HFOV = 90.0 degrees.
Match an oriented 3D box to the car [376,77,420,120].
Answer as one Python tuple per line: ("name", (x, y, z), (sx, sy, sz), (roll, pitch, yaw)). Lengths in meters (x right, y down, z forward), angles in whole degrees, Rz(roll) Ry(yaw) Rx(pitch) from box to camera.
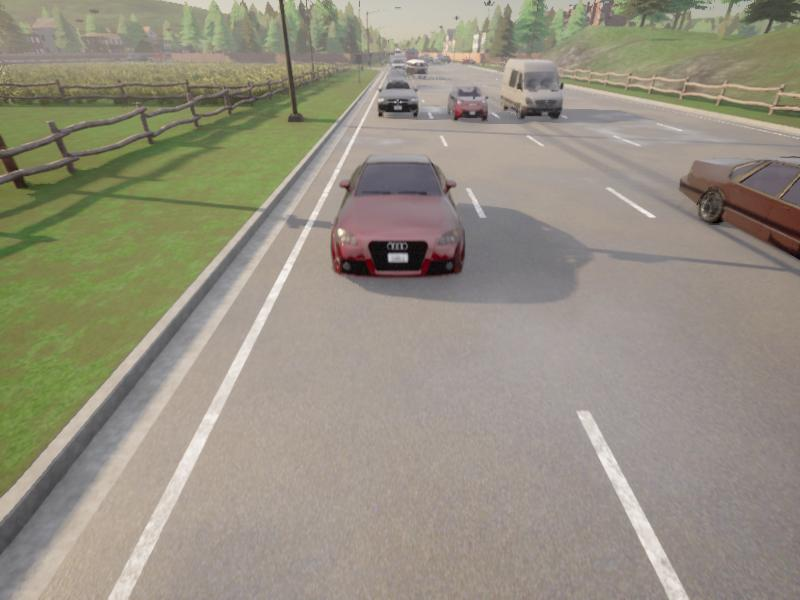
("car", (-0.111, -11.156, 21.944), (2.152, 1.651, 5.027), (0, 32, 0))

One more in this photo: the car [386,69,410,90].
("car", (-0.190, -20.749, 37.538), (2.163, 1.488, 4.792), (0, 32, 0))

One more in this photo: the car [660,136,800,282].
("car", (6.966, -1.445, 6.505), (2.033, 1.411, 5.357), (0, 32, 0))

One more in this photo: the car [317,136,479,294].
("car", (-0.034, -1.775, 7.066), (1.994, 1.385, 4.181), (0, 32, 0))

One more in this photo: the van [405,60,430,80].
("van", (2.077, -28.574, 49.620), (2.069, 2.038, 4.480), (-7, 32, -11))

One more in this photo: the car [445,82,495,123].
("car", (3.397, -10.008, 20.180), (1.845, 1.501, 3.633), (0, 32, 0))

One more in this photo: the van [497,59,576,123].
("van", (6.886, -11.171, 21.090), (1.988, 2.561, 5.915), (0, 32, 0))

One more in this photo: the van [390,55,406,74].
("van", (-0.321, -36.680, 62.315), (2.351, 2.431, 6.366), (0, 32, 0))
